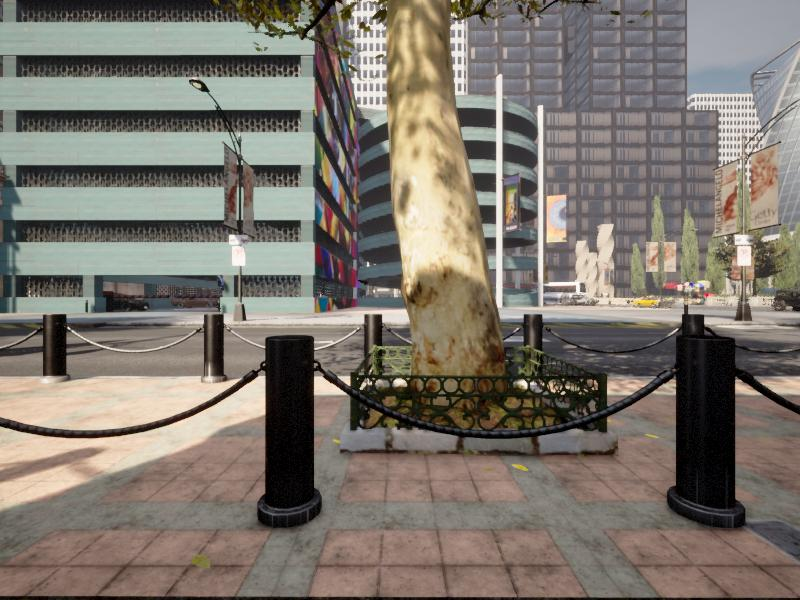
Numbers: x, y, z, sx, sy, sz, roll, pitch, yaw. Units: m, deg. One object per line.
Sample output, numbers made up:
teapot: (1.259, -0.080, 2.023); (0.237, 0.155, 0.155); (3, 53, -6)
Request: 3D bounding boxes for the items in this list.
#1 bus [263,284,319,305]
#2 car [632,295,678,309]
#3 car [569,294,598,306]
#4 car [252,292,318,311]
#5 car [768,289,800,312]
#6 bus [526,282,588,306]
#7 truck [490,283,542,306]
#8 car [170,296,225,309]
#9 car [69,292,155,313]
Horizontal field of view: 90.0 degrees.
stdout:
bus: (-22.060, -1.138, 81.129); (10.273, 4.253, 3.944); (0, 0, 0)
car: (29.936, 0.202, 47.281); (1.801, 1.575, 5.366); (0, 0, -3)
car: (29.338, 0.044, 64.101); (1.905, 1.878, 3.866); (0, 0, -26)
car: (-9.593, 0.117, 33.684); (4.902, 1.511, 2.128); (0, 0, 0)
car: (33.519, 0.044, 33.457); (1.905, 1.878, 3.866); (0, 0, 0)
bus: (29.621, -1.139, 75.979); (3.944, 4.253, 10.273); (0, 0, -43)
truck: (20.392, -0.925, 70.680); (2.891, 3.827, 8.468); (0, 0, -43)
car: (-20.752, 0.207, 41.191); (4.718, 1.301, 1.895); (0, 0, 0)
car: (-21.193, 0.157, 29.591); (4.786, 1.482, 2.161); (0, 0, 0)
